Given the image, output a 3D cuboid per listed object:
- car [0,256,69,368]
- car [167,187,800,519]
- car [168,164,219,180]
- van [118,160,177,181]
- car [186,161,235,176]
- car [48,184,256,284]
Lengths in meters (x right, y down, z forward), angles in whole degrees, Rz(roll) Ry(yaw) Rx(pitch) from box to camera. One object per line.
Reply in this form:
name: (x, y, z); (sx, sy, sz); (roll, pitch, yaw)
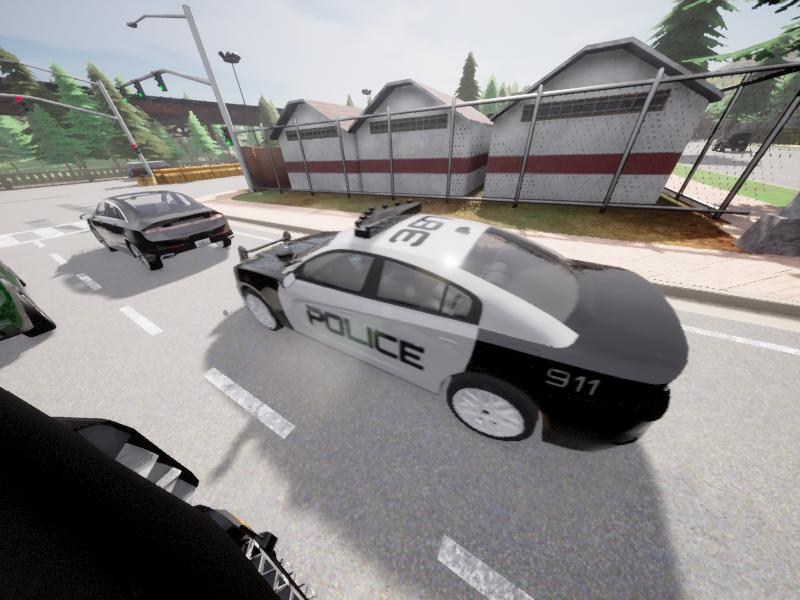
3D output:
car: (-7.428, -0.190, 3.181); (4.553, 1.767, 2.097); (16, 38, 26)
car: (-0.189, -0.313, 2.947); (5.238, 1.638, 1.930); (16, 38, 26)
car: (-25.629, -16.033, 28.821); (1.994, 1.385, 4.181); (15, 37, 24)
van: (-32.738, -16.902, 30.119); (1.775, 1.987, 4.442); (15, 37, 24)
car: (-26.897, -18.845, 33.024); (2.128, 1.511, 4.902); (15, 37, 24)
car: (-6.622, -2.083, 6.225); (4.902, 1.511, 2.128); (16, 38, 26)
